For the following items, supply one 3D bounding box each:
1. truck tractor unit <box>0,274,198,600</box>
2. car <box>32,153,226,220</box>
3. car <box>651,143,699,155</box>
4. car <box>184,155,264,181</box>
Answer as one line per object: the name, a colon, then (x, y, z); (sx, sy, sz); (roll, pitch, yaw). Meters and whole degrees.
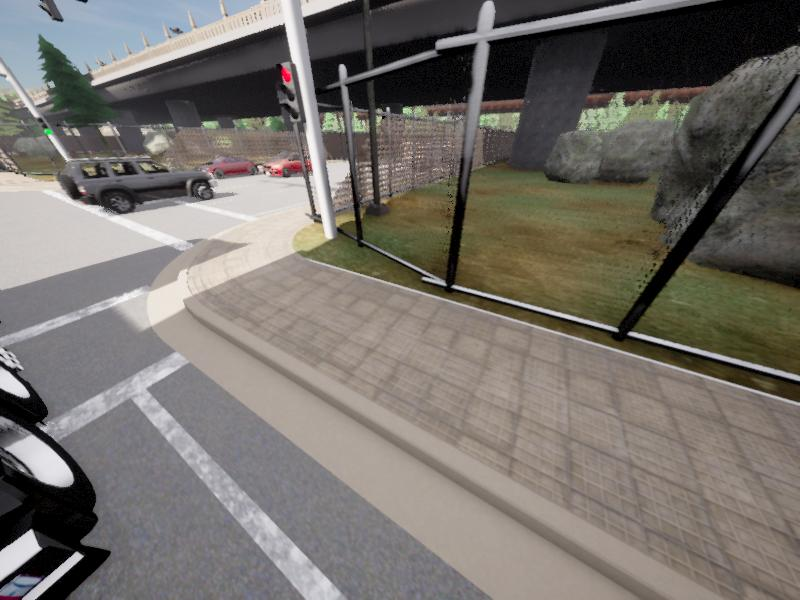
truck tractor unit: (-5.134, -0.275, 0.767); (6.516, 4.208, 3.053); (17, 38, 24)
car: (-10.596, -4.975, 9.665); (1.932, 1.855, 4.605); (18, 38, 24)
car: (50.866, -28.105, 42.943); (5.238, 1.638, 1.930); (18, 39, 24)
car: (-13.220, -10.199, 17.679); (1.994, 1.385, 4.181); (18, 39, 24)
